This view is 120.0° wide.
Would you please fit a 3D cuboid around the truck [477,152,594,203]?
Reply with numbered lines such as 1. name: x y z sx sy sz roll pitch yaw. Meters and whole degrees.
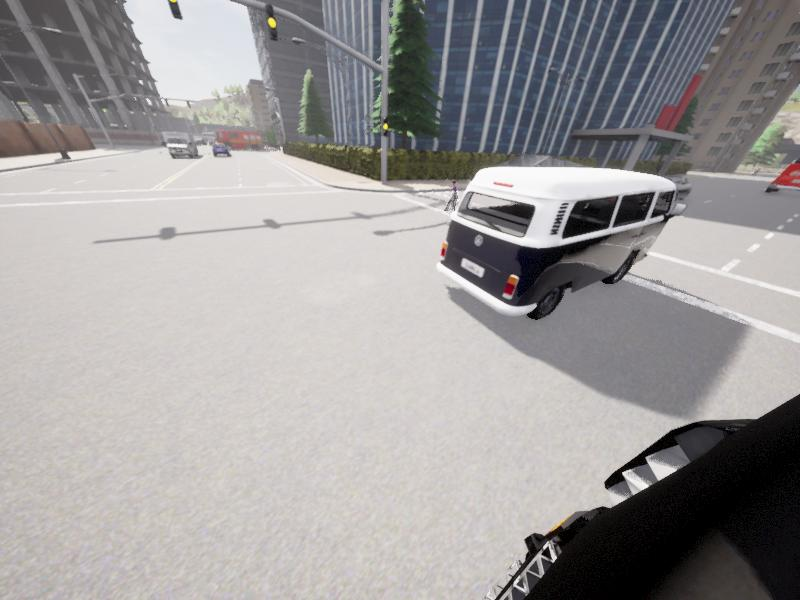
1. truck: 7.852 -7.168 13.419 6.274 2.098 2.390 -16 38 -26

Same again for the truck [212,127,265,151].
1. truck: -34.124 -34.166 49.233 8.468 3.827 2.891 -17 38 -27

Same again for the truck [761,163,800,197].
1. truck: 37.237 -11.200 21.479 5.204 2.467 2.627 -16 38 -26

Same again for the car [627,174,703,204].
1. car: 17.189 -7.290 15.004 4.181 1.385 1.994 -17 38 -27

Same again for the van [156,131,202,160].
1. van: -25.291 -17.900 26.733 2.351 2.431 6.366 -16 38 -26

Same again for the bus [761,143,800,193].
1. bus: 45.506 -14.356 25.280 10.273 4.253 3.944 -16 38 -26

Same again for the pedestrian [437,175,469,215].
1. pedestrian: 2.087 -4.143 9.121 0.751 1.300 0.751 29 41 33

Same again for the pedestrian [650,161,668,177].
1. pedestrian: 36.795 -18.598 32.811 0.751 1.860 0.751 -17 38 -27

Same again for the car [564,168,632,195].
1. car: 14.633 -8.827 17.046 4.674 1.442 1.812 -16 38 -26

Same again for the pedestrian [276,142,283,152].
1. pedestrian: -26.550 -33.670 50.827 0.751 1.860 0.751 1 34 -3

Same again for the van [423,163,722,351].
1. van: 2.945 -1.246 4.224 4.480 2.038 2.069 -16 38 -26

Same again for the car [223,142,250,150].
1. car: -36.767 -34.604 51.965 4.718 1.301 1.895 -17 38 -27

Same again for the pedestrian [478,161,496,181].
1. pedestrian: 6.967 -10.327 18.503 0.751 1.300 0.751 -16 38 -26

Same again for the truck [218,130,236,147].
1. truck: -49.455 -46.260 66.209 2.891 3.827 8.468 -16 38 -26

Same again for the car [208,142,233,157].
1. car: -24.570 -20.643 31.732 2.007 1.525 4.514 -15 38 -25

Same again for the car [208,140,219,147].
1. car: -51.040 -42.865 63.257 1.895 1.301 4.718 -16 38 -26

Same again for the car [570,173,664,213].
1. car: 11.145 -5.609 11.899 4.193 1.474 1.816 -16 38 -26
